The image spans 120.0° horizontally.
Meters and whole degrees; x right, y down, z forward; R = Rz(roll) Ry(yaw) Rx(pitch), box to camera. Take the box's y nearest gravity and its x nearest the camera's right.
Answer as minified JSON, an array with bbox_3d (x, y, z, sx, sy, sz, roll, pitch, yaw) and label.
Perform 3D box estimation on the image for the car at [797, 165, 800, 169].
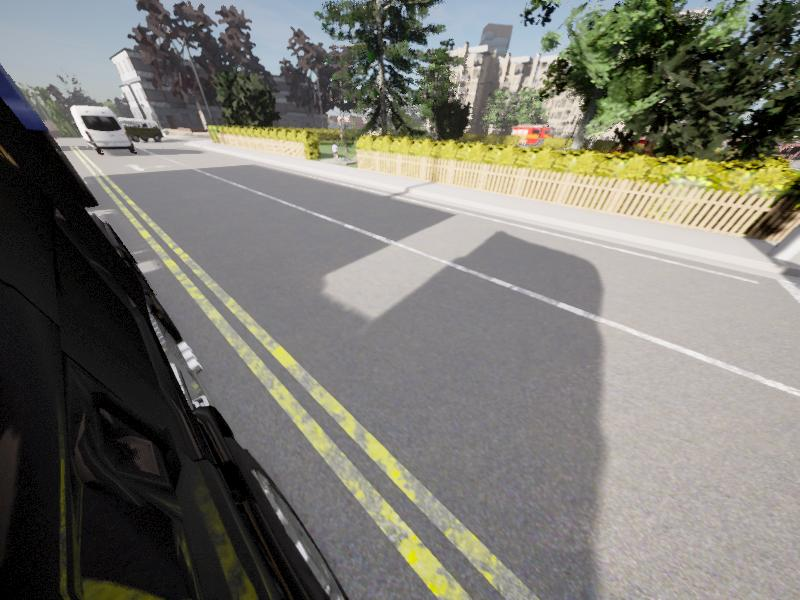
[{"bbox_3d":[46.800,-14.978,25.293,1.812,1.442,4.674,28,44,30],"label":"car"}]

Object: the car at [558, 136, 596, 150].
[{"bbox_3d":[36.522,-32.589,47.854,5.566,2.045,2.150,28,44,30],"label":"car"}]

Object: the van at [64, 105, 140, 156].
[{"bbox_3d":[-21.403,-12.147,16.574,5.915,2.561,1.988,27,43,30],"label":"van"}]

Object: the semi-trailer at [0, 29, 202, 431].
[{"bbox_3d":[-8.743,-3.569,4.191,14.254,4.402,2.717,27,43,29],"label":"semi-trailer"}]

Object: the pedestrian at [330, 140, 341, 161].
[{"bbox_3d":[-4.199,-9.745,15.099,0.500,1.100,0.500,-8,38,-13],"label":"pedestrian"}]

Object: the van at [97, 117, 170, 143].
[{"bbox_3d":[-28.037,-18.038,24.608,2.069,2.038,4.480,3,35,2],"label":"van"}]

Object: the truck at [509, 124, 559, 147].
[{"bbox_3d":[29.782,-37.025,51.933,8.468,3.827,2.891,29,44,31],"label":"truck"}]

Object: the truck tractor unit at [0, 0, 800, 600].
[{"bbox_3d":[-2.645,-0.295,0.351,6.516,4.208,3.053,28,44,30],"label":"truck tractor unit"}]
